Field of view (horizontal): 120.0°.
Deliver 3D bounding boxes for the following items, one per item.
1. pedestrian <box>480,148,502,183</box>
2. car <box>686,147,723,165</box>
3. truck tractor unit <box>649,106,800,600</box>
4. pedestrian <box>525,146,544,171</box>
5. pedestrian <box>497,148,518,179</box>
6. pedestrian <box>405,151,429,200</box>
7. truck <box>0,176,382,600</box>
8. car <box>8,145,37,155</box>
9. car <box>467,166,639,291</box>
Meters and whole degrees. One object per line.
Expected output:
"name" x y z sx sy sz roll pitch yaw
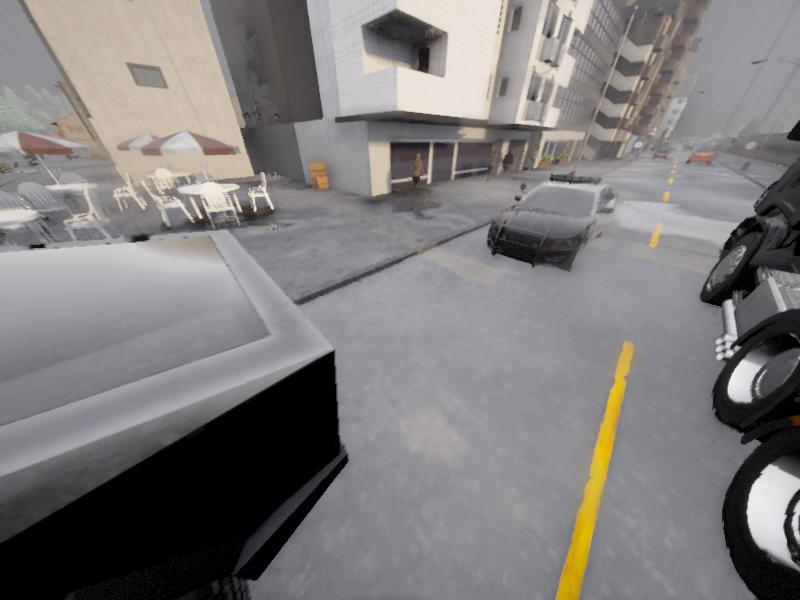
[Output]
"pedestrian" 5.920 -8.736 15.005 0.751 1.860 0.751 24 41 31
"car" 37.900 -18.106 28.925 4.553 1.767 2.097 -29 44 -36
"truck tractor unit" 4.819 -0.520 1.101 6.516 4.208 3.053 -29 44 -35
"pedestrian" 12.198 -12.866 21.033 0.751 1.860 0.751 -23 41 -30
"pedestrian" 7.758 -9.891 16.704 0.751 1.860 0.751 24 41 31
"pedestrian" 0.740 -5.599 10.428 0.751 1.860 0.751 23 41 30
"truck" -3.278 1.427 0.137 6.274 2.098 2.390 -26 41 -33
"car" -82.966 -32.980 50.806 2.152 1.651 5.027 -29 44 -36
"car" 4.123 -2.273 5.938 5.238 1.638 1.930 -29 44 -36
